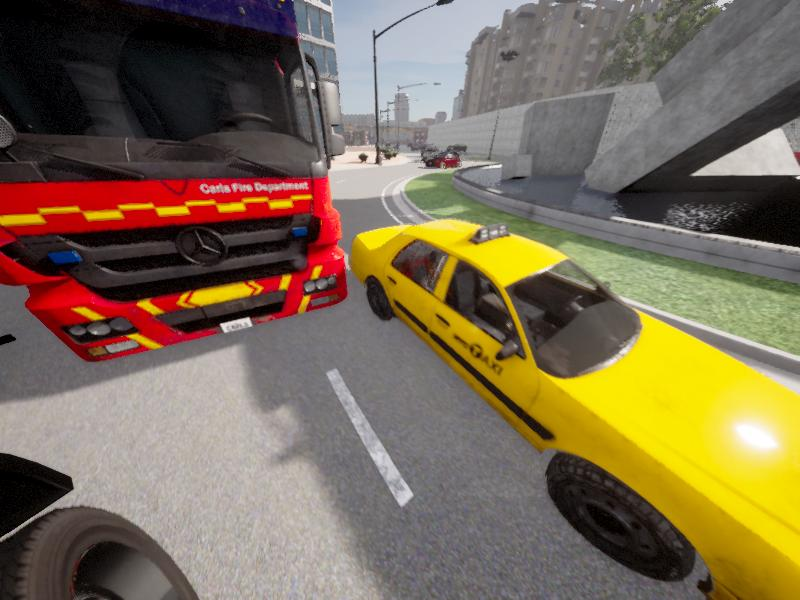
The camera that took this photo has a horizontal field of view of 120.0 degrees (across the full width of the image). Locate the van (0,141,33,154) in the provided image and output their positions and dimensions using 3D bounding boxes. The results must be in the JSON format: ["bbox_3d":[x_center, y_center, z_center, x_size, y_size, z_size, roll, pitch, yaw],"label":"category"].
[{"bbox_3d":[-74.704,-29.178,44.220,1.775,1.987,4.442,-5,34,-8],"label":"van"}]

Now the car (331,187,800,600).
[{"bbox_3d":[1.133,-0.006,2.705,1.801,1.575,5.366,-20,39,-28],"label":"car"}]

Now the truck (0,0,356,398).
[{"bbox_3d":[-3.872,-3.040,5.027,2.891,3.827,8.468,-15,37,-24],"label":"truck"}]

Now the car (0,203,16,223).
[{"bbox_3d":[-15.190,-2.758,6.378,4.974,1.542,2.038,1,34,1],"label":"car"}]
